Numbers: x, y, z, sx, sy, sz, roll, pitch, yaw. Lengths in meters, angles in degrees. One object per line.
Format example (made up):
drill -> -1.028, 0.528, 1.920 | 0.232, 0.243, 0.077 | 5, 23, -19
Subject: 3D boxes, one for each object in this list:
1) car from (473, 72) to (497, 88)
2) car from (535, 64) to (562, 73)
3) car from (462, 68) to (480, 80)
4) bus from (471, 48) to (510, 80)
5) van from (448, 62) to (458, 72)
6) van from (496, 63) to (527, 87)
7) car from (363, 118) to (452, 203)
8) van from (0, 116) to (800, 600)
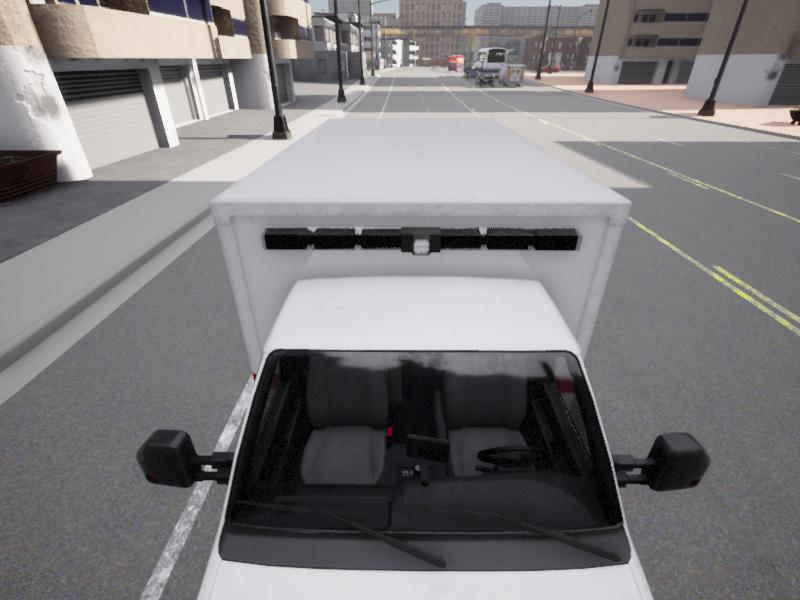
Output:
car -> 11.142, -28.920, 52.523 | 2.128, 1.511, 4.902 | 0, 32, 0
car -> 31.656, -49.446, 85.454 | 4.611, 1.667, 2.242 | 1, 31, 2
car -> 11.265, -35.957, 63.663 | 2.033, 1.411, 5.357 | 0, 32, 0
bus -> 14.675, -39.036, 65.889 | 3.944, 4.253, 10.273 | 0, 32, 0
van -> 11.633, -51.616, 88.615 | 1.775, 1.987, 4.442 | 1, 31, 2
van -> 14.654, -29.945, 53.210 | 2.351, 2.431, 6.366 | 0, 32, 0
car -> 0.207, -4.402, 12.062 | 2.128, 1.511, 4.902 | 0, 30, 0
van -> 0.115, 0.013, 3.605 | 2.351, 2.431, 6.366 | 0, 30, 0
